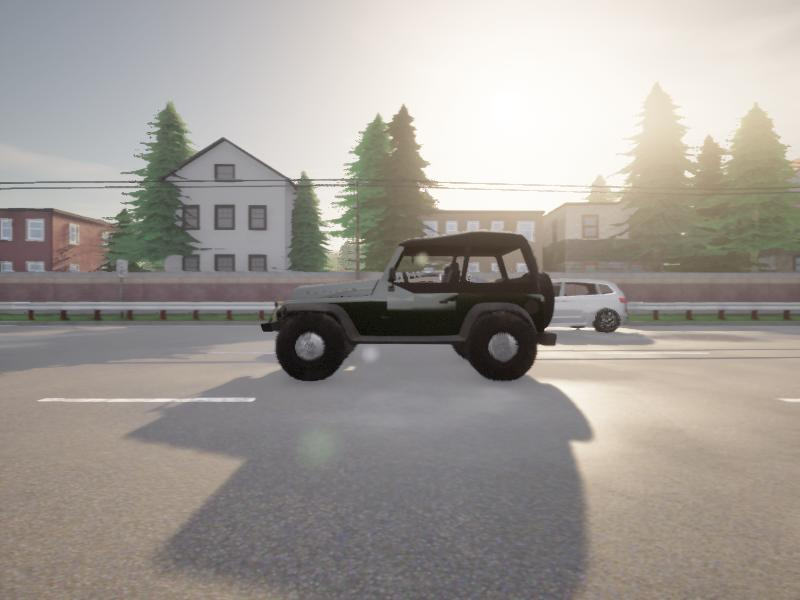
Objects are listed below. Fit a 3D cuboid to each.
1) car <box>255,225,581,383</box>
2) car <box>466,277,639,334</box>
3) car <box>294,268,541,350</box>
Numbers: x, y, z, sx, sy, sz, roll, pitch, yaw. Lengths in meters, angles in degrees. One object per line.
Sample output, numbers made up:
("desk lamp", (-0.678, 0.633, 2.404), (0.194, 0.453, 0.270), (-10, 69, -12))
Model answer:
("car", (0.214, 0.046, 5.701), (3.866, 1.878, 1.905), (0, 0, 0))
("car", (4.602, 0.158, 12.701), (4.611, 1.667, 2.242), (0, 0, 0))
("car", (0.358, 0.180, 9.199), (5.027, 1.651, 2.152), (0, 0, 0))
